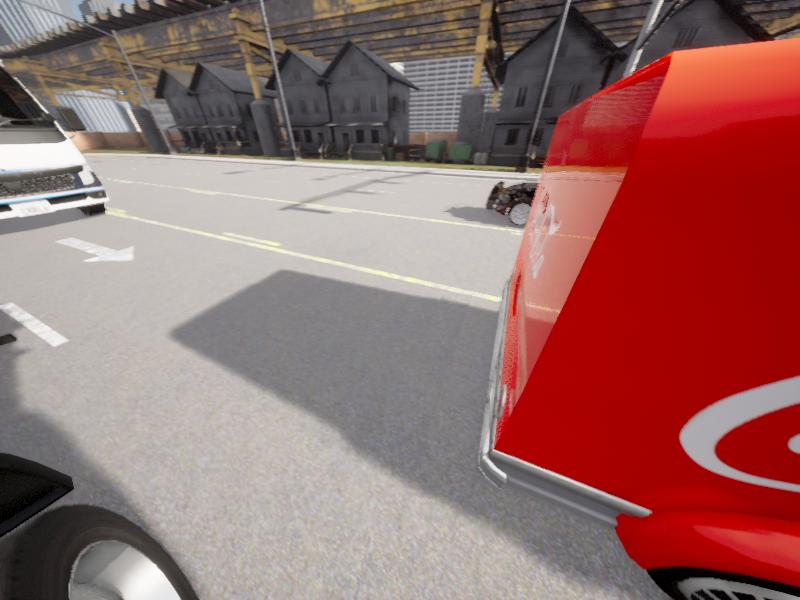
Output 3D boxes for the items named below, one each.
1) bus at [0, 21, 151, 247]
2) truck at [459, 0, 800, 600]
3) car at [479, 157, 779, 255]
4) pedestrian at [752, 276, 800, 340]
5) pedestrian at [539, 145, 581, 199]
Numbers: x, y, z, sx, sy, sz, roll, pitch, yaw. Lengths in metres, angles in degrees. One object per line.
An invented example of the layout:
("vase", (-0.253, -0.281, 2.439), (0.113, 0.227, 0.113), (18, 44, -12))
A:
("bus", (-14.017, -4.820, 6.908), (10.273, 4.253, 3.944), (15, 38, 19))
("truck", (3.341, 0.467, 1.093), (5.204, 2.467, 2.627), (14, 38, 19))
("car", (5.286, -2.921, 6.529), (5.238, 1.638, 1.930), (18, 39, 23))
("pedestrian", (5.685, -0.306, 2.650), (0.751, 1.860, 0.751), (-4, 36, -6))
("pedestrian", (6.681, -5.355, 9.699), (0.751, 1.860, 0.751), (25, 43, 31))
